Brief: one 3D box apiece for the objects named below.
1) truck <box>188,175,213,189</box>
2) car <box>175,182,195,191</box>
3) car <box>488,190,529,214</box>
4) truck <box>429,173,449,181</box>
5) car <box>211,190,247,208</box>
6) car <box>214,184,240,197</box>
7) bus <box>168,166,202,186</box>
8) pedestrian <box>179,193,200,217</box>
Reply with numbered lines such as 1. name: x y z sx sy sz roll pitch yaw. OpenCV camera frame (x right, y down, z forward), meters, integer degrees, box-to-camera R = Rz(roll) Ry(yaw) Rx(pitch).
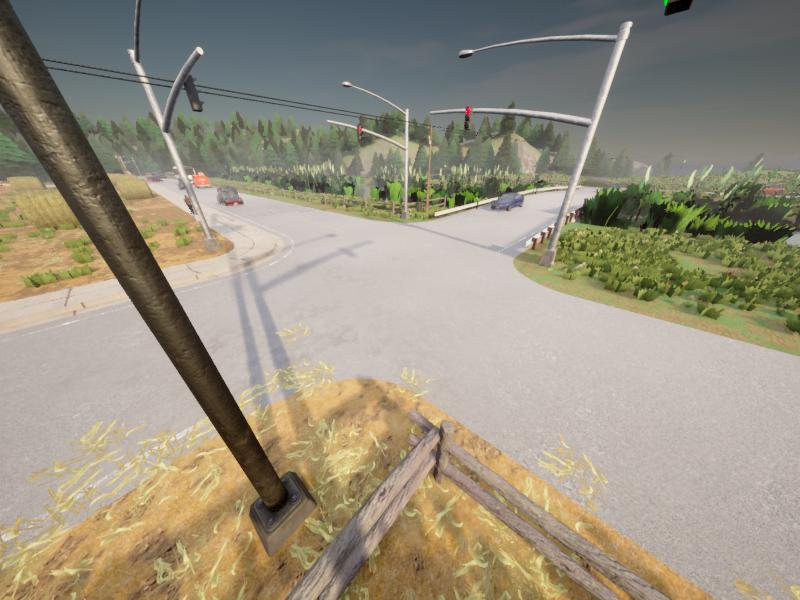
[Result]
1. truck: -44.495 -26.354 51.483 5.204 2.467 2.627 25 38 36
2. car: -43.847 -23.184 47.056 5.357 1.411 2.033 25 38 36
3. car: 11.213 -10.164 23.755 4.674 1.442 1.812 -28 40 -35
4. truck: 13.700 -43.342 81.346 6.274 2.098 2.390 25 38 36
5. car: -21.131 -12.527 28.525 4.792 1.488 2.163 25 38 36
6. car: -30.017 -19.049 39.965 5.027 1.651 2.152 25 38 36
7. bus: -56.648 -32.764 60.798 10.273 4.253 3.944 25 38 36
8. pedestrian: -19.241 -8.685 21.138 0.751 1.860 0.751 -24 38 -35
